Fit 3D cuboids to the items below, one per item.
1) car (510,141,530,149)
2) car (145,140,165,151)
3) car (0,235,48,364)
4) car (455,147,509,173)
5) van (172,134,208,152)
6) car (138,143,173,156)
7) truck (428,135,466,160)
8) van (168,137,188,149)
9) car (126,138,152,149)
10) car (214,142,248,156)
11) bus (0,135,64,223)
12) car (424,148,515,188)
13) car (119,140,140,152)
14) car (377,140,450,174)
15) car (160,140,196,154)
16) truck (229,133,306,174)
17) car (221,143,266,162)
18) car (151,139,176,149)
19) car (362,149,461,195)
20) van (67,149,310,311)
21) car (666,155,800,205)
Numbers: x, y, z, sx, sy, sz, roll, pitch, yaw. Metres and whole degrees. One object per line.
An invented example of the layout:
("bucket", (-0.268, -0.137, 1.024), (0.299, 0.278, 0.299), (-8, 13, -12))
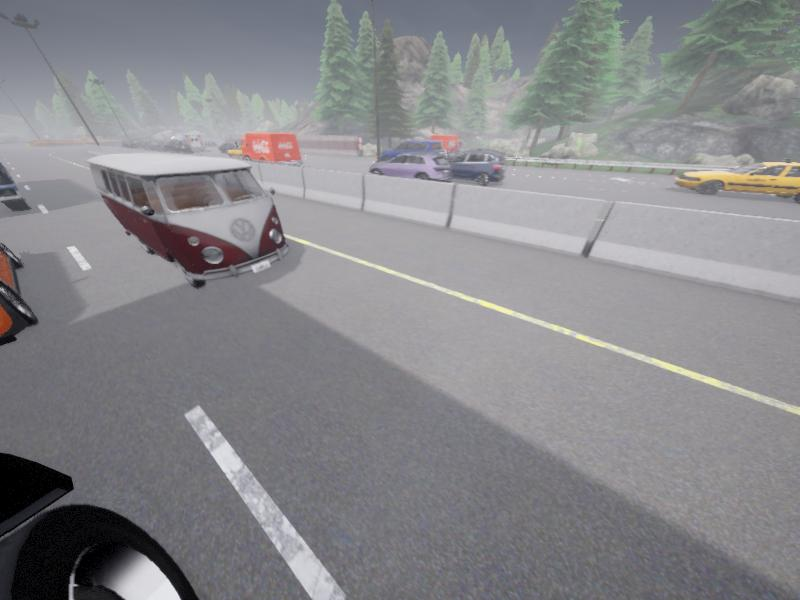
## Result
("car", (31.820, -41.188, 61.374), (4.902, 1.511, 2.128), (-22, 41, -28))
("car", (-45.978, -29.079, 43.454), (2.007, 1.525, 4.514), (-26, 43, -32))
("car", (-7.031, -0.386, 2.834), (4.553, 1.767, 2.097), (22, 41, 27))
("car", (6.816, -11.917, 19.533), (3.705, 1.549, 1.789), (24, 42, 30))
("van", (-36.518, -27.263, 40.125), (6.366, 2.431, 2.351), (23, 41, 29))
("car", (-33.631, -20.691, 31.750), (4.181, 1.385, 1.994), (22, 41, 27))
("truck", (6.128, -19.970, 30.144), (2.627, 2.467, 5.204), (22, 41, 28))
("van", (-46.975, -33.384, 49.048), (2.069, 2.038, 4.480), (-20, 40, -26))
("car", (-54.832, -33.022, 48.674), (2.097, 1.767, 4.553), (-16, 38, -22))
("car", (-24.516, -21.982, 33.557), (4.892, 1.490, 1.837), (22, 40, 28))
("bus", (-17.180, -5.555, 7.934), (10.273, 4.253, 3.944), (22, 41, 27))
("car", (4.059, -8.125, 14.024), (4.611, 1.667, 2.242), (22, 41, 28))
("car", (-47.116, -26.885, 40.235), (1.789, 1.549, 3.705), (-28, 44, -34))
("car", (0.969, -11.972, 19.128), (5.566, 2.045, 2.150), (22, 41, 27))
("car", (-33.952, -23.394, 35.319), (4.611, 1.667, 2.242), (22, 41, 28))
("truck", (-10.533, -11.863, 18.500), (5.204, 2.467, 2.627), (22, 41, 27))
("car", (-17.877, -16.901, 26.340), (5.366, 1.575, 1.801), (22, 40, 27))
("car", (-52.662, -34.883, 51.553), (2.242, 1.667, 4.611), (-14, 38, -20))
("car", (0.487, -7.094, 12.565), (4.856, 1.649, 2.033), (22, 41, 27))
("van", (-4.212, -1.781, 4.675), (4.442, 1.987, 1.775), (22, 40, 28))
("car", (16.499, -5.528, 10.538), (5.366, 1.575, 1.801), (22, 41, 28))
